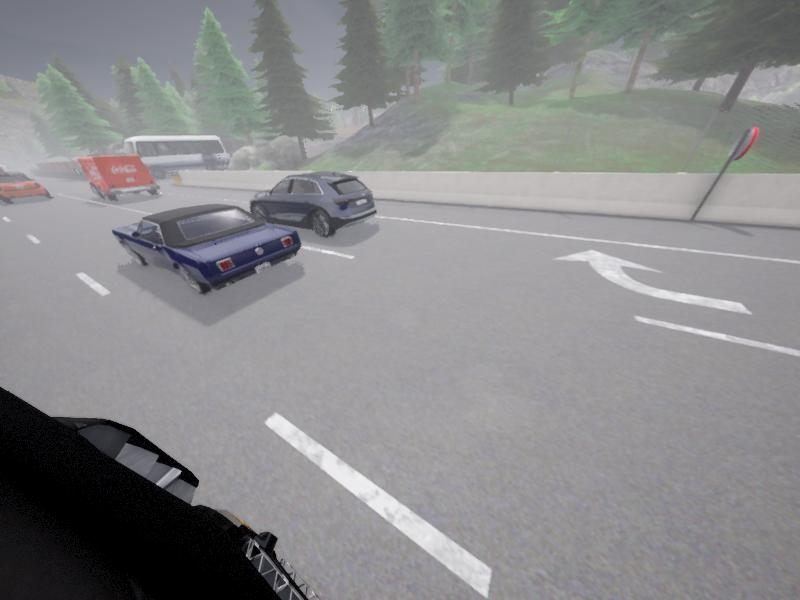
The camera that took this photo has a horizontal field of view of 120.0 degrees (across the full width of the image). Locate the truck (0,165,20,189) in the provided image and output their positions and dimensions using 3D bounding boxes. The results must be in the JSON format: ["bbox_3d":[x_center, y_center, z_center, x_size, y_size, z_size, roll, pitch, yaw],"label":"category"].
[{"bbox_3d":[-49.878,-15.379,27.338,8.468,3.827,2.891,16,38,26],"label":"truck"}]

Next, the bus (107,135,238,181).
[{"bbox_3d":[-27.676,-18.153,29.195,3.944,4.253,10.273,16,39,27],"label":"bus"}]

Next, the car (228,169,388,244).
[{"bbox_3d":[-3.057,-3.357,7.759,4.856,1.649,2.033,16,38,26],"label":"car"}]

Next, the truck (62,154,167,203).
[{"bbox_3d":[-19.272,-8.327,15.680,5.204,2.467,2.627,16,38,26],"label":"truck"}]

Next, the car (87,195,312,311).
[{"bbox_3d":[-4.549,-1.410,5.242,4.718,1.301,1.895,16,38,26],"label":"car"}]

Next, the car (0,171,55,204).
[{"bbox_3d":[-28.399,-8.403,17.083,4.553,1.767,2.097,16,38,26],"label":"car"}]

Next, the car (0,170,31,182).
[{"bbox_3d":[-65.329,-21.055,39.146,4.792,1.488,2.163,16,38,26],"label":"car"}]
